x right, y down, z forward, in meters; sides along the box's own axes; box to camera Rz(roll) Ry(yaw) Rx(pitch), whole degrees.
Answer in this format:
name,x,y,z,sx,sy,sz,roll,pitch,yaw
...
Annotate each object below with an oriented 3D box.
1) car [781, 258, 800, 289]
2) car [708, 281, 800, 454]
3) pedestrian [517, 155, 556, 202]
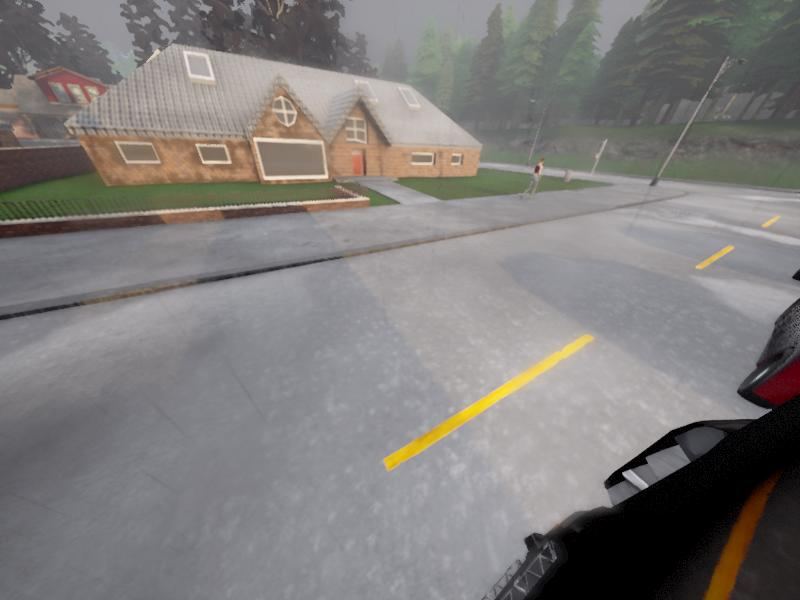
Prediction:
name,x,y,z,sx,sy,sz,roll,pitch,yaw
car,10.344,-1.027,4.719,4.193,1.474,1.816,-16,38,-25
car,5.297,0.450,2.145,3.633,1.501,1.845,-16,38,-26
pedestrian,6.381,-5.716,10.880,0.751,1.860,0.751,-13,37,-22
